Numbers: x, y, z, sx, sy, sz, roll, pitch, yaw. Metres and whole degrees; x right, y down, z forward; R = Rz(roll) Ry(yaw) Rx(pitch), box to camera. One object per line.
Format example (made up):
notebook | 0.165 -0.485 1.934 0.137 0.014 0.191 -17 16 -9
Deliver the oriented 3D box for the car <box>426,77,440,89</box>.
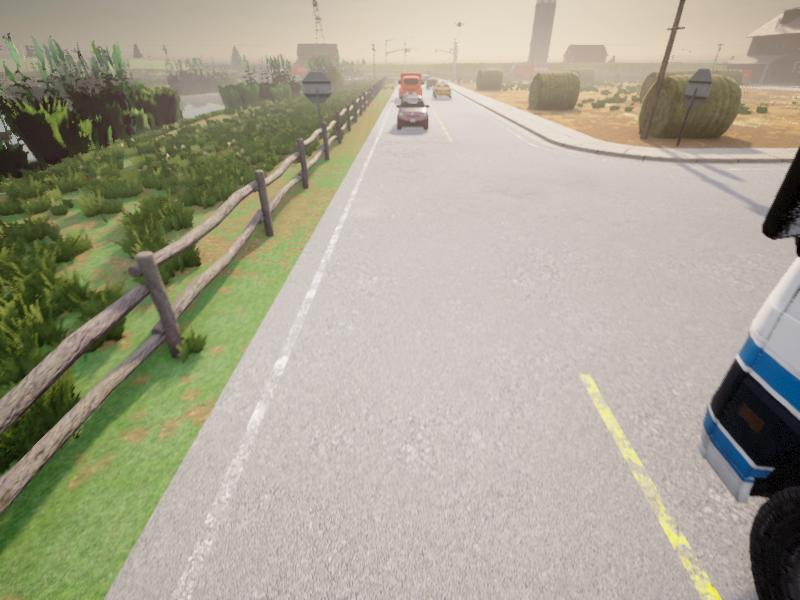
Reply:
car | 5.057 -33.818 62.383 1.837 1.490 4.892 1 30 1

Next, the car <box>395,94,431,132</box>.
car | 0.716 -10.660 22.653 1.851 1.617 3.988 0 30 1

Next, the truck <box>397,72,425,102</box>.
truck | 1.115 -21.849 40.947 2.627 2.467 5.204 1 30 1

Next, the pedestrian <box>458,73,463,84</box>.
pedestrian | 10.932 -40.243 72.677 0.751 1.860 0.751 4 31 7

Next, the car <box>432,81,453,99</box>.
car | 4.693 -23.634 44.880 1.801 1.575 5.366 1 30 1
